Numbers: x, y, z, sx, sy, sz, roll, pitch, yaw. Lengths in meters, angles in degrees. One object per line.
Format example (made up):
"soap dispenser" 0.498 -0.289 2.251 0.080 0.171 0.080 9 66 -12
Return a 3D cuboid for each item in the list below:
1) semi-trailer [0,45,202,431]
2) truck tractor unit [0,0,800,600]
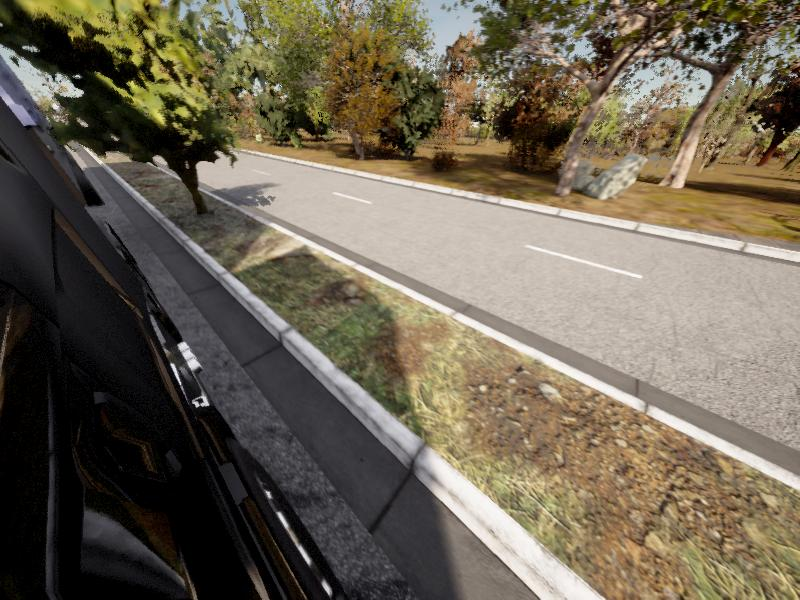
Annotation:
"semi-trailer" -8.705 -3.579 4.251 14.254 4.402 2.717 28 44 30
"truck tractor unit" -2.645 -0.295 0.351 6.516 4.208 3.053 28 44 30
